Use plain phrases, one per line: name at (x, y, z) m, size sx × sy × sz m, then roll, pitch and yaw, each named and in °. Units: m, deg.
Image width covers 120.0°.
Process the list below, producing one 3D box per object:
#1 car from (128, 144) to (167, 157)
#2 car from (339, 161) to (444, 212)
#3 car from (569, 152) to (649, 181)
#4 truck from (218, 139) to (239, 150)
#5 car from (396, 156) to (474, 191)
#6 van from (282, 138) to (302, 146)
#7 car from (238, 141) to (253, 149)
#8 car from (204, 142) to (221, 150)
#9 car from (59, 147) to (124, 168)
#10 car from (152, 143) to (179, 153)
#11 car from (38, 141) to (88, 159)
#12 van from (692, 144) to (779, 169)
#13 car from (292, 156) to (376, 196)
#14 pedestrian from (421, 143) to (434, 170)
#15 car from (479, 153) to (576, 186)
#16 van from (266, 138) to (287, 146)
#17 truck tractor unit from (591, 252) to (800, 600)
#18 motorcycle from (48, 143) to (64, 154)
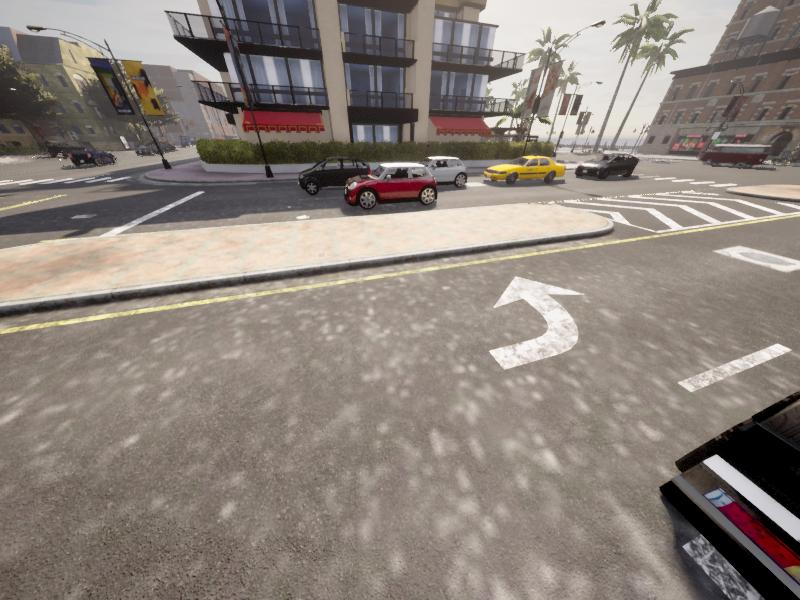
car at (-38.169, -22.764, 35.118) m, size 1.837 × 1.490 × 4.892 m, roll -10°, pitch 36°, yaw -15°
car at (-0.414, -4.822, 9.629) m, size 3.806 × 1.475 × 1.970 m, roll -10°, pitch 36°, yaw -14°
car at (15.182, -9.818, 16.874) m, size 4.514 × 1.525 × 2.007 m, roll -13°, pitch 37°, yaw -18°
truck at (-44.078, -40.202, 59.590) m, size 2.390 × 2.098 × 6.274 m, roll -10°, pitch 36°, yaw -15°
car at (1.880, -7.318, 13.232) m, size 3.806 × 1.475 × 1.970 m, roll -10°, pitch 36°, yaw -14°
van at (-41.171, -60.424, 88.365) m, size 6.366 × 2.431 × 2.351 m, roll -19°, pitch 39°, yaw -25°
car at (-41.180, -41.393, 61.721) m, size 2.033 × 1.649 × 4.856 m, roll -10°, pitch 36°, yaw -15°
car at (-47.122, -38.789, 58.163) m, size 1.970 × 1.475 × 3.806 m, roll -10°, pitch 36°, yaw -15°
car at (-29.511, -13.820, 22.303) m, size 1.845 × 1.501 × 3.633 m, roll -10°, pitch 36°, yaw -15°
car at (-45.782, -29.826, 45.249) m, size 1.812 × 1.442 × 4.674 m, roll -10°, pitch 36°, yaw -15°
car at (-45.099, -20.149, 30.966) m, size 3.866 × 1.878 × 1.905 m, roll 9°, pitch 35°, yaw 12°
van at (34.710, -15.079, 24.167) m, size 1.775 × 1.987 × 4.442 m, roll -10°, pitch 36°, yaw -14°
car at (-3.305, -6.441, 11.868) m, size 3.705 × 1.549 × 1.789 m, roll -10°, pitch 36°, yaw -14°
pedestrian at (2.267, -12.025, 19.350) m, size 0.751 × 1.860 × 0.751 m, roll -10°, pitch 36°, yaw -14°
car at (8.068, -8.448, 14.808) m, size 5.366 × 1.575 × 1.801 m, roll -10°, pitch 36°, yaw -14°
van at (-47.174, -60.592, 88.564) m, size 2.351 × 2.431 × 6.366 m, roll 25°, pitch 42°, yaw 31°
truck tractor unit at (5.283, -0.073, 0.453) m, size 6.516 × 4.208 × 3.053 m, roll -10°, pitch 36°, yaw -14°
motorcycle at (-57.957, -25.515, 38.885) m, size 2.356 × 1.277 × 0.764 m, roll 28°, pitch 53°, yaw 34°
